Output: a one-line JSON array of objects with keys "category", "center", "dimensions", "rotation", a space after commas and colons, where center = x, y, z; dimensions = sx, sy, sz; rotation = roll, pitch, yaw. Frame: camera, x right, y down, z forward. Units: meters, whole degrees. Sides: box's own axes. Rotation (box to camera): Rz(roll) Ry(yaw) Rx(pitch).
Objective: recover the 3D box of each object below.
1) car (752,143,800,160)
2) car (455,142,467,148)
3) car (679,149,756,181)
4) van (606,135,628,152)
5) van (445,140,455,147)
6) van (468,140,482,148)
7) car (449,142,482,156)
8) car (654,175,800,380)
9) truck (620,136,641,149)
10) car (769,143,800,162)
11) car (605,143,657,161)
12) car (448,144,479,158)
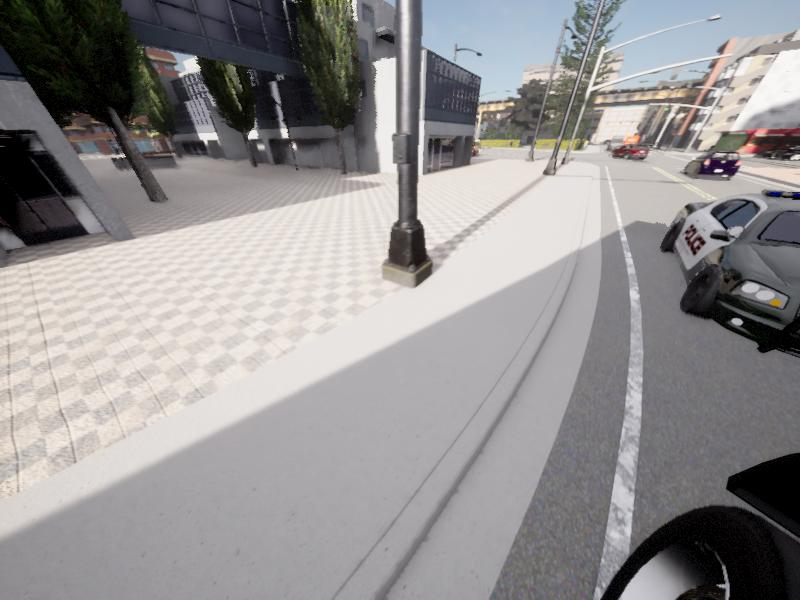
[{"category": "car", "center": [47.114, -17.743, 27.534], "dimensions": [5.238, 1.638, 1.930], "rotation": [21, 40, 27]}, {"category": "car", "center": [19.087, -48.708, 72.561], "dimensions": [1.801, 1.575, 5.366], "rotation": [-6, 35, -8]}, {"category": "car", "center": [20.670, -9.011, 15.301], "dimensions": [1.845, 1.501, 3.633], "rotation": [21, 40, 28]}, {"category": "van", "center": [42.714, -30.911, 45.623], "dimensions": [1.988, 2.561, 5.915], "rotation": [21, 40, 28]}, {"category": "van", "center": [17.265, -54.494, 80.544], "dimensions": [1.775, 1.987, 4.442], "rotation": [-6, 35, -8]}, {"category": "van", "center": [22.928, -48.061, 71.130], "dimensions": [2.069, 2.038, 4.480], "rotation": [-6, 35, -8]}, {"category": "car", "center": [10.637, -24.810, 37.934], "dimensions": [4.553, 1.767, 2.097], "rotation": [22, 41, 28]}, {"category": "car", "center": [6.154, -0.811, 3.718], "dimensions": [2.038, 1.542, 4.974], "rotation": [24, 42, 31]}, {"category": "truck", "center": [56.881, -38.990, 57.092], "dimensions": [2.627, 2.467, 5.204], "rotation": [21, 40, 29]}, {"category": "car", "center": [45.344, -16.002, 25.062], "dimensions": [5.238, 1.638, 1.930], "rotation": [22, 41, 28]}, {"category": "car", "center": [28.740, -18.625, 28.969], "dimensions": [2.033, 1.649, 4.856], "rotation": [4, 35, 6]}, {"category": "car", "center": [9.541, -22.705, 35.090], "dimensions": [3.988, 1.617, 1.851], "rotation": [22, 41, 28]}]
